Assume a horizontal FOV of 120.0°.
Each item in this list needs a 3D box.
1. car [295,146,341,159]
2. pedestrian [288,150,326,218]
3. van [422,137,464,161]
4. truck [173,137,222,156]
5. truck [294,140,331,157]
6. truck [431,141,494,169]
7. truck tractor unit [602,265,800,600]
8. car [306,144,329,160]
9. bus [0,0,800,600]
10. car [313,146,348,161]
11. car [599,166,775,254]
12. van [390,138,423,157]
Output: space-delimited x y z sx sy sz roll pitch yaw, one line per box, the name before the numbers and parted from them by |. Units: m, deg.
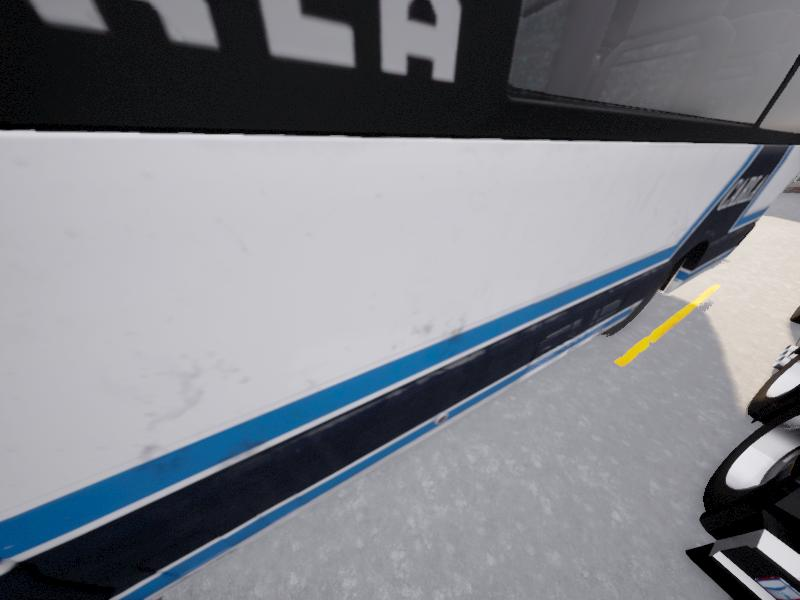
car | -11.112 -20.105 31.422 5.357 1.415 2.033 -18 39 -24
pedestrian | -2.962 -3.764 7.531 0.751 1.860 0.751 -9 36 -13
van | 5.591 -20.390 31.088 1.988 2.561 5.915 -18 39 -24
truck | -32.932 -25.244 37.836 5.204 2.467 2.627 -18 39 -24
truck | -12.912 -22.385 34.137 4.478 2.038 2.069 -18 39 -24
truck | 6.118 -14.954 23.674 2.390 2.098 6.274 -18 39 -24
truck tractor unit | 5.111 -0.300 0.780 6.516 4.208 3.053 -18 39 -24
car | -11.140 -20.006 31.154 1.789 1.547 3.705 -18 39 -24
bus | 0.553 -1.353 2.231 10.273 4.253 3.944 -17 38 -23
car | -8.456 -17.932 28.214 3.633 1.501 1.845 -18 39 -24
car | 8.774 -3.026 7.083 4.902 1.511 2.128 -20 40 -27
van | 0.900 -25.145 37.978 2.351 2.431 6.366 -18 39 -25
